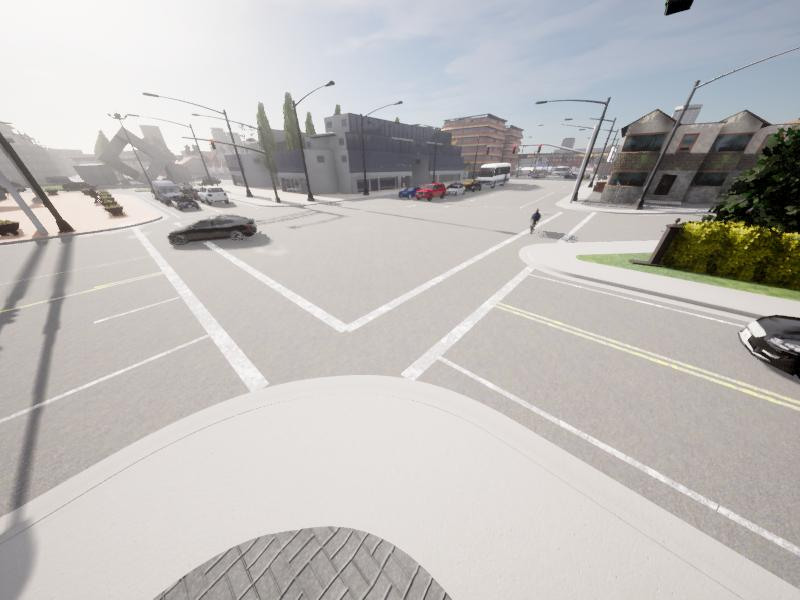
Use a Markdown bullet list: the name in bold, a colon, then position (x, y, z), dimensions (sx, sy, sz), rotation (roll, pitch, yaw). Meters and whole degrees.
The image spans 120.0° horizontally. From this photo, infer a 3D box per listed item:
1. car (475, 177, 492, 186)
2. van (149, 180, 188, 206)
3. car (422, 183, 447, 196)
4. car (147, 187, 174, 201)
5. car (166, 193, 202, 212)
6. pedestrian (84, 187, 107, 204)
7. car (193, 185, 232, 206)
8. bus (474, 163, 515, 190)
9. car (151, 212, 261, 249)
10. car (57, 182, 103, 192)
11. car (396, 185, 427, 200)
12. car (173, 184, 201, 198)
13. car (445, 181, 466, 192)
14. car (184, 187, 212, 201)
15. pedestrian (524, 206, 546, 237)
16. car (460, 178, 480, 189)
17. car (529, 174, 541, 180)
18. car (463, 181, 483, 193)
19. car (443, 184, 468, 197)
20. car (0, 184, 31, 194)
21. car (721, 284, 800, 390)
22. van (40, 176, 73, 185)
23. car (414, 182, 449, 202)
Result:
- **car**: position (19.038, -27.106, 52.717), dimensions (1.812, 1.442, 4.674), rotation (23, 39, 34)
- **van**: position (-29.986, -13.922, 29.886), dimensions (5.915, 2.561, 1.988), rotation (23, 37, 34)
- **car**: position (5.948, -18.877, 39.331), dimensions (1.837, 1.490, 4.892), rotation (22, 38, 34)
- **car**: position (-35.140, -15.621, 33.838), dimensions (3.633, 1.501, 1.845), rotation (22, 37, 33)
- **car**: position (-24.281, -11.043, 25.962), dimensions (4.193, 1.474, 1.816), rotation (23, 37, 34)
- **pedestrian**: position (-37.270, -12.775, 28.273), dimensions (0.751, 1.860, 0.751), rotation (1, 30, 3)
- **car**: position (-24.089, -13.486, 29.622), dimensions (5.566, 2.045, 2.150), rotation (23, 37, 34)
- **bus**: position (19.637, -25.762, 47.774), dimensions (3.944, 4.253, 10.273), rotation (23, 39, 34)
- **car**: position (-12.009, -4.586, 14.839), dimensions (4.792, 1.488, 2.163), rotation (-10, 31, -17)
- **car**: position (-62.776, -22.325, 45.476), dimensions (4.892, 1.490, 1.837), rotation (-10, 31, -16)
- **car**: position (1.789, -16.373, 35.030), dimensions (1.882, 1.535, 5.008), rotation (22, 37, 34)
- **car**: position (-34.663, -17.825, 37.543), dimensions (5.238, 1.638, 1.930), rotation (23, 37, 34)
- **car**: position (10.656, -21.736, 44.166), dimensions (1.994, 1.385, 4.181), rotation (24, 39, 35)
- **car**: position (-29.555, -15.560, 33.787), dimensions (4.193, 1.474, 1.816), rotation (23, 37, 34)
- **pedestrian**: position (9.059, -5.282, 15.538), dimensions (0.751, 1.860, 0.751), rotation (21, 36, 32)
- **car**: position (14.715, -24.380, 48.283), dimensions (1.882, 1.535, 5.008), rotation (23, 39, 34)
- **car**: position (41.960, -38.216, 71.687), dimensions (2.033, 1.411, 5.357), rotation (23, 36, 34)
- **car**: position (13.383, -20.697, 42.256), dimensions (1.816, 1.474, 4.193), rotation (23, 38, 34)
- **car**: position (9.175, -18.068, 37.952), dimensions (1.812, 1.442, 4.674), rotation (23, 38, 34)
- **car**: position (-71.306, -20.177, 41.849), dimensions (5.357, 1.411, 2.033), rotation (3, 30, 5)
- **car**: position (10.595, 1.434, 4.315), dimensions (4.902, 1.511, 2.128), rotation (23, 37, 34)
- **van**: position (-91.813, -32.051, 61.836), dimensions (1.775, 1.987, 4.442), rotation (-1, 30, -2)
- **car**: position (4.495, -15.481, 32.969), dimensions (2.150, 2.045, 5.566), rotation (23, 37, 34)
